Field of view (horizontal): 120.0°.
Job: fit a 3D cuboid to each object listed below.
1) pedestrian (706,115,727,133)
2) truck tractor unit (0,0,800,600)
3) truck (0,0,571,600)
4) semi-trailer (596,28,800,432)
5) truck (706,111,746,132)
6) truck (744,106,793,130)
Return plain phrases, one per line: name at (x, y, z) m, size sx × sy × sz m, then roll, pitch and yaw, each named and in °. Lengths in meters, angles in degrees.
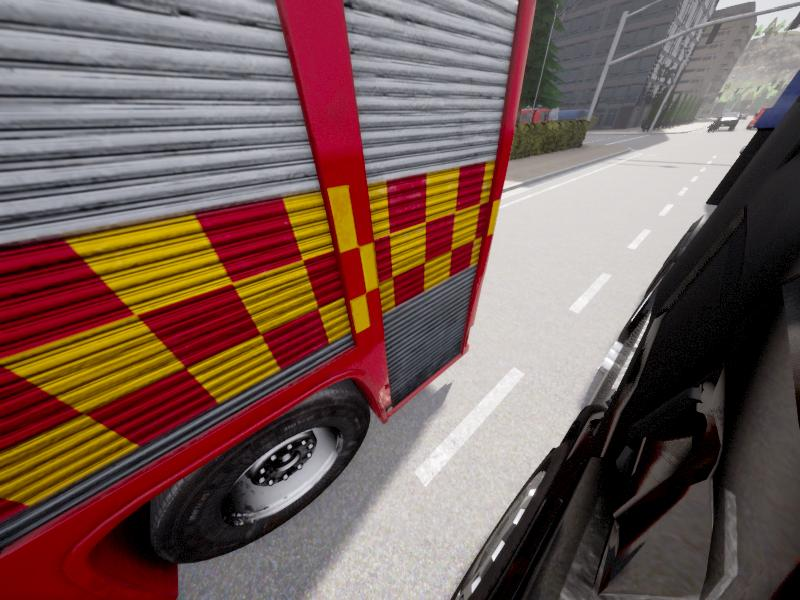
pedestrian at (40.875, -22.761, 29.860) m, size 0.751 × 1.860 × 0.751 m, roll -22°, pitch 41°, yaw -23°
truck tractor unit at (2.645, -0.295, 0.351) m, size 6.516 × 4.208 × 3.053 m, roll -28°, pitch 44°, yaw -30°
truck at (-3.414, 0.342, 0.212) m, size 8.468 × 3.827 × 2.891 m, roll -28°, pitch 44°, yaw -30°
semi-trailer at (8.798, -3.537, 4.124) m, size 14.254 × 4.402 × 2.717 m, roll -27°, pitch 43°, yaw -29°
truck at (46.910, -25.693, 33.236) m, size 6.274 × 2.098 × 2.390 m, roll -28°, pitch 43°, yaw -29°
truck at (51.409, -25.491, 32.372) m, size 5.204 × 2.467 × 2.627 m, roll -28°, pitch 44°, yaw -30°
